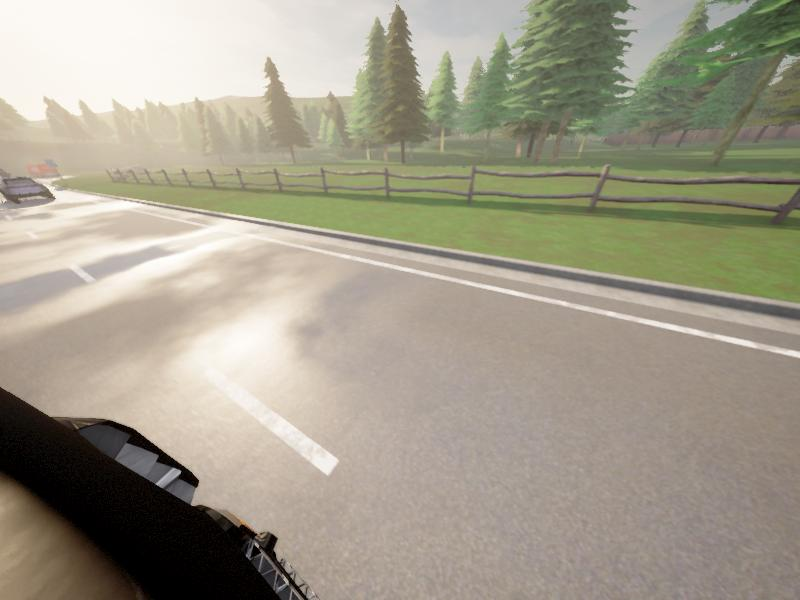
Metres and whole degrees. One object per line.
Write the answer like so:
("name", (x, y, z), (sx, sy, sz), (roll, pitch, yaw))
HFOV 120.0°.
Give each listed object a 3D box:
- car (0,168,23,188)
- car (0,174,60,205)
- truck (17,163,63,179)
("car", (-52.847, -16.069, 30.422), (5.566, 2.045, 2.150), (16, 38, 26))
("car", (-28.312, -8.383, 17.316), (4.856, 1.649, 2.033), (16, 38, 26))
("truck", (-74.239, -26.680, 47.703), (5.204, 2.467, 2.627), (5, 34, 12))
